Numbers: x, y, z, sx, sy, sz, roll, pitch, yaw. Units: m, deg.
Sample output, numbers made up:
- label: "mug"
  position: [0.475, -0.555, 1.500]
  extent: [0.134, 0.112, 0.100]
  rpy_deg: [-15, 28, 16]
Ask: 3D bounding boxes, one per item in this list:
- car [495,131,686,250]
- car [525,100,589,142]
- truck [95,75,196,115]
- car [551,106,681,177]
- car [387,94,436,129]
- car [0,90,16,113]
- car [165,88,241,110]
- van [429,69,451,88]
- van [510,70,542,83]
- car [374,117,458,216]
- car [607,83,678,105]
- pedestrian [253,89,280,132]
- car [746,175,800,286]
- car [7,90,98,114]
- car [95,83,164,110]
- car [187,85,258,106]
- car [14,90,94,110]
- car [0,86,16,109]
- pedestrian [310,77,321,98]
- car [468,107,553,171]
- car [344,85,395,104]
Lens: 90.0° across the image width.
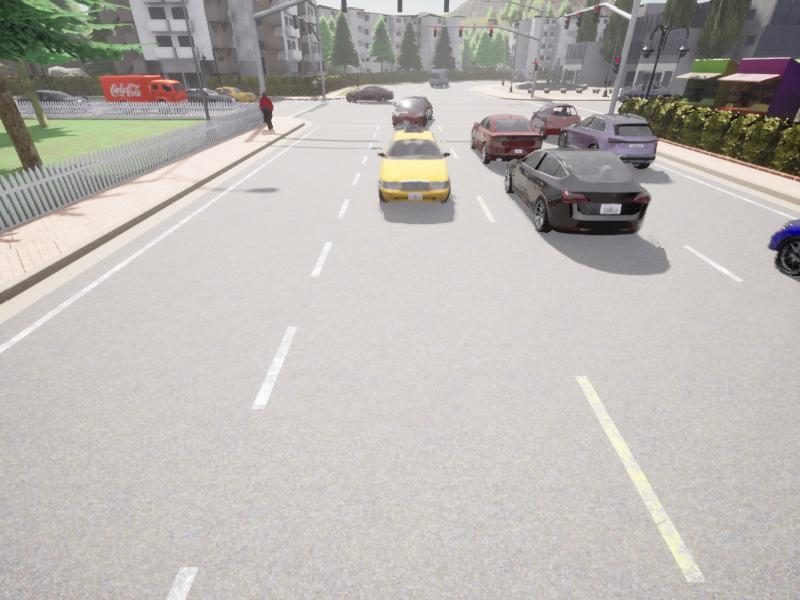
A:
- label: "car"
  position: [3.868, -2.802, 9.345]
  extent: [2.163, 1.488, 4.792]
  rpy_deg: [0, 30, 0]
- label: "car"
  position: [7.579, -8.889, 19.719]
  extent: [1.845, 1.501, 3.633]
  rpy_deg: [2, 30, 3]
- label: "truck"
  position: [-18.582, -15.147, 29.520]
  extent: [5.204, 2.467, 2.627]
  rpy_deg: [1, 30, 2]
- label: "car"
  position: [7.417, -5.895, 14.496]
  extent: [2.033, 1.649, 4.856]
  rpy_deg: [0, 30, 1]
- label: "car"
  position: [0.798, -11.483, 24.213]
  extent: [2.163, 1.488, 4.792]
  rpy_deg: [5, 31, 9]
- label: "car"
  position: [-32.491, -14.970, 30.193]
  extent: [4.892, 1.490, 1.837]
  rpy_deg: [1, 30, 2]
- label: "car"
  position: [-16.001, -16.453, 32.706]
  extent: [4.902, 1.511, 2.128]
  rpy_deg: [1, 30, 2]
- label: "van"
  position: [6.825, -37.582, 67.813]
  extent: [1.988, 2.561, 5.915]
  rpy_deg: [12, 32, 19]
- label: "van"
  position: [26.493, -47.063, 84.182]
  extent: [6.366, 2.431, 2.351]
  rpy_deg: [-16, 34, -25]
- label: "car"
  position: [0.378, -4.000, 11.301]
  extent: [1.801, 1.575, 5.366]
  rpy_deg: [0, 30, 0]
- label: "car"
  position: [22.615, -19.354, 37.540]
  extent: [5.027, 1.651, 2.152]
  rpy_deg: [1, 30, 2]
- label: "pedestrian"
  position: [-6.702, -9.552, 20.189]
  extent: [0.751, 1.860, 0.751]
  rpy_deg: [7, 31, 13]
- label: "car"
  position: [7.308, -0.396, 5.230]
  extent: [1.816, 1.474, 4.193]
  rpy_deg: [0, 30, 1]
- label: "car"
  position: [-25.934, -14.854, 29.991]
  extent: [4.892, 1.490, 1.837]
  rpy_deg: [1, 30, 2]
- label: "car"
  position: [-22.072, -16.723, 32.794]
  extent: [3.866, 1.878, 1.905]
  rpy_deg: [1, 30, 2]
- label: "car"
  position: [-15.758, -18.244, 35.705]
  extent: [5.366, 1.575, 1.801]
  rpy_deg: [1, 30, 2]
- label: "car"
  position: [-28.544, -16.581, 33.146]
  extent: [4.718, 1.301, 1.895]
  rpy_deg: [1, 30, 2]
- label: "car"
  position: [-35.753, -16.849, 33.286]
  extent: [5.027, 1.651, 2.152]
  rpy_deg: [1, 30, 2]
- label: "pedestrian"
  position: [-8.959, -22.600, 42.540]
  extent: [0.751, 1.860, 0.751]
  rpy_deg: [6, 31, 10]
- label: "car"
  position: [3.926, -6.274, 15.235]
  extent: [1.882, 1.535, 5.008]
  rpy_deg: [0, 30, 0]
- label: "car"
  position: [-2.866, -19.722, 38.362]
  extent: [4.674, 1.442, 1.812]
  rpy_deg: [1, 30, 2]
